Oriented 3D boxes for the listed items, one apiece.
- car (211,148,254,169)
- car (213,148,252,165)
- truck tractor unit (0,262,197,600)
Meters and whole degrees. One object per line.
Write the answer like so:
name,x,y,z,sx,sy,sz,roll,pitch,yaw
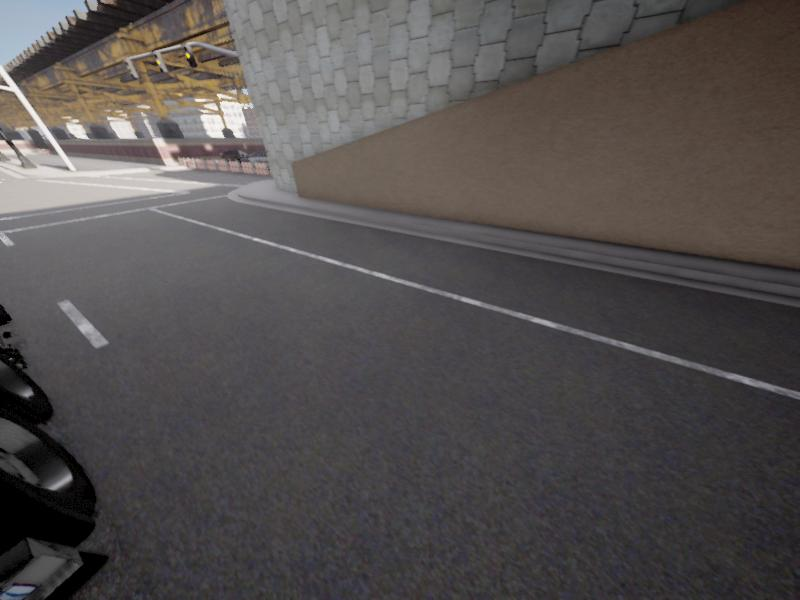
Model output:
car,-17.080,-14.732,23.923,2.038,1.542,4.974,-9,36,-12
car,-17.094,-14.890,23.874,1.853,1.218,4.536,-9,36,-12
truck tractor unit,-5.112,-0.299,0.782,6.516,4.208,3.053,18,39,24
